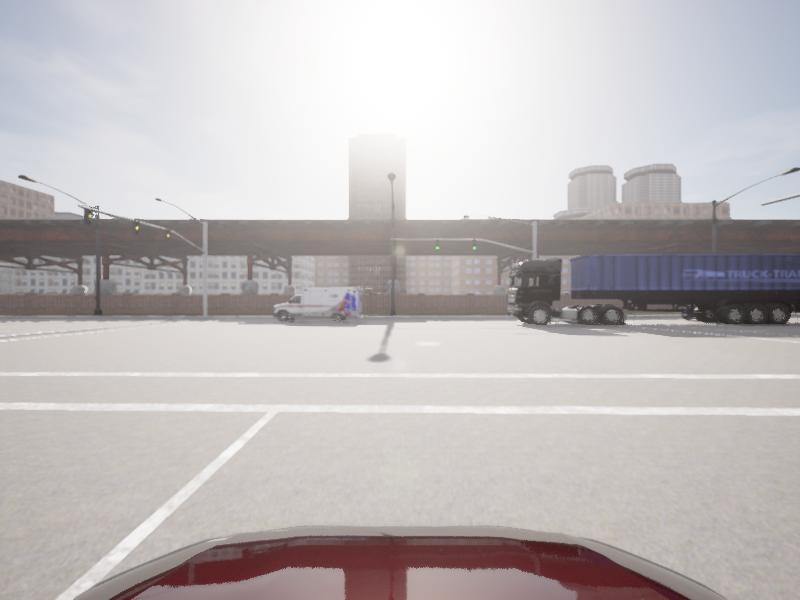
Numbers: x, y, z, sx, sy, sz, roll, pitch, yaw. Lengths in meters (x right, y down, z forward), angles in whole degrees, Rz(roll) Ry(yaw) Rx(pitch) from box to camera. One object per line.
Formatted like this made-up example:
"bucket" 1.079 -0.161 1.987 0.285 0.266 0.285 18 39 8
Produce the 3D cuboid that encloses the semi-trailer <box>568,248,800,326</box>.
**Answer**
"semi-trailer" 17.970 -0.732 24.310 14.254 4.402 2.717 0 0 2

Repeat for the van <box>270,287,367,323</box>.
"van" -5.624 0.355 28.363 6.366 2.431 2.351 0 0 1

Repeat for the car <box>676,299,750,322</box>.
"car" 21.658 0.679 27.776 3.633 1.501 1.845 -1 0 1

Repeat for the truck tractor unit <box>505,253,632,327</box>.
"truck tractor unit" 10.061 -0.583 24.513 6.516 4.208 3.053 0 0 1
